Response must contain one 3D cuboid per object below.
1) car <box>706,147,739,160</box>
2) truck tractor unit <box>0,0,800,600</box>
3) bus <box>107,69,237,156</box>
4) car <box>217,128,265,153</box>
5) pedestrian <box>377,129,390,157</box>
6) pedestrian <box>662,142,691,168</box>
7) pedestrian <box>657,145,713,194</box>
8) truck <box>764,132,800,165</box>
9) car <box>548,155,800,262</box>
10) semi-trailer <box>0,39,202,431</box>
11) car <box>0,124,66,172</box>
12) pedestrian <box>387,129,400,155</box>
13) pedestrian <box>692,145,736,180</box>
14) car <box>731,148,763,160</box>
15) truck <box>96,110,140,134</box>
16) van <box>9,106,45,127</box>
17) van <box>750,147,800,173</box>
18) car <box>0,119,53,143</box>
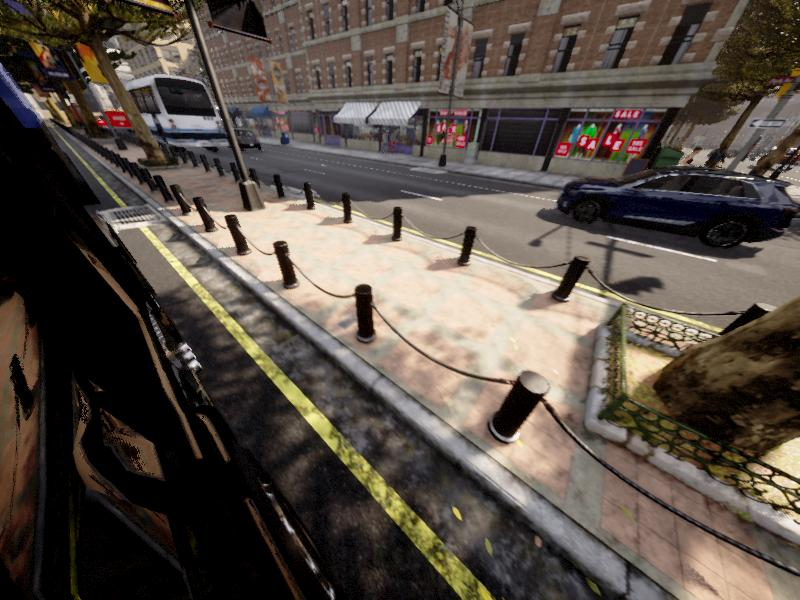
[{"bbox_3d":[55.764,-25.449,40.077,2.152,1.651,5.027,27,43,29],"label":"car"},{"bbox_3d":[-2.645,-0.295,0.351,6.516,4.208,3.053,28,44,30],"label":"truck tractor unit"},{"bbox_3d":[-18.041,-14.426,18.235,10.273,4.253,3.944,28,43,29],"label":"bus"},{"bbox_3d":[-13.817,-13.908,20.086,3.633,1.501,1.845,28,43,29],"label":"car"},{"bbox_3d":[-1.306,-12.784,18.805,0.751,1.860,0.751,18,39,19],"label":"pedestrian"},{"bbox_3d":[24.929,-13.075,20.855,0.751,1.860,0.751,23,41,25],"label":"pedestrian"},{"bbox_3d":[13.161,-6.076,10.757,0.751,1.860,0.751,25,42,27],"label":"pedestrian"},{"bbox_3d":[59.528,-22.420,34.185,2.891,3.827,8.468,27,43,29],"label":"truck"},{"bbox_3d":[7.438,-2.918,6.662,4.856,1.649,2.033,23,42,25],"label":"car"},{"bbox_3d":[-8.730,-3.583,4.197,14.254,4.402,2.717,28,43,29],"label":"semi-trailer"},{"bbox_3d":[-18.671,-7.531,11.252,4.974,1.542,2.038,28,43,29],"label":"car"},{"bbox_3d":[-0.597,-14.246,20.804,0.751,1.860,0.751,23,41,25],"label":"pedestrian"},{"bbox_3d":[20.573,-9.046,15.195,0.751,1.860,0.751,27,43,29],"label":"pedestrian"},{"bbox_3d":[60.562,-25.583,40.422,1.837,1.490,4.892,27,43,29],"label":"car"},{"bbox_3d":[-40.219,-25.385,32.962,5.204,2.467,2.627,28,43,30],"label":"truck"},{"bbox_3d":[-61.828,-30.497,38.370,5.915,2.561,1.988,27,43,29],"label":"van"},{"bbox_3d":[40.793,-15.121,24.746,2.069,2.038,4.480,27,43,29],"label":"van"},{"bbox_3d":[-32.293,-14.595,19.947,5.357,1.411,2.033,28,43,29],"label":"car"}]
